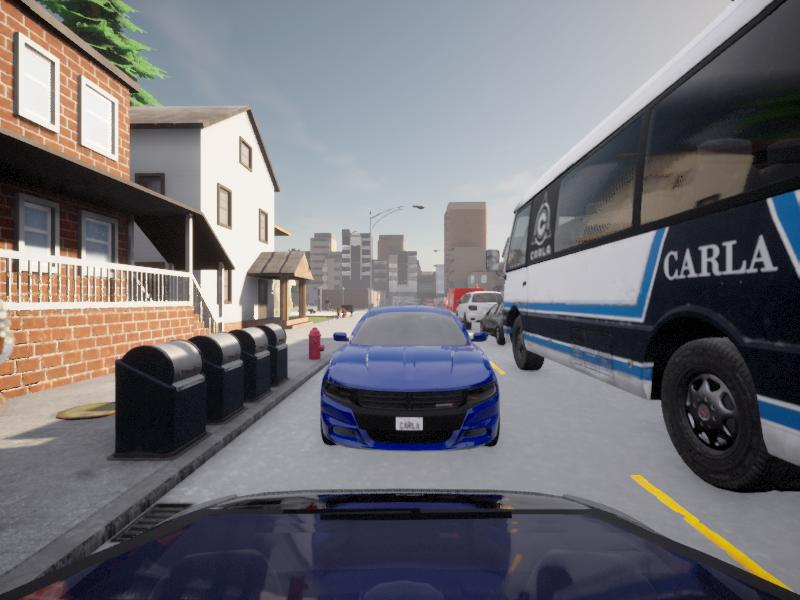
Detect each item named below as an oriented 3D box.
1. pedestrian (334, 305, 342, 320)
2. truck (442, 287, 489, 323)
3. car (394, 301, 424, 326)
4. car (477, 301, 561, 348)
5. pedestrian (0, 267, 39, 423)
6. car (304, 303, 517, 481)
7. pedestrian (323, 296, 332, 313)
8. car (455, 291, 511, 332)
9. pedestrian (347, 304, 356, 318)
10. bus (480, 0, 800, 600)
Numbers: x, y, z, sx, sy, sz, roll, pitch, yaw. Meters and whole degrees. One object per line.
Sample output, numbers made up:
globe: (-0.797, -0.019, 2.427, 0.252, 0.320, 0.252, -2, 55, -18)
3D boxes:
pedestrian: (-4.592, 0.913, 29.692, 0.500, 1.100, 0.500, 0, 0, 1)
truck: (4.794, 0.357, 30.240, 2.627, 2.467, 5.204, 0, 0, 0)
car: (0.609, 0.846, 27.115, 1.837, 1.490, 4.892, 0, 0, 1)
car: (4.358, 0.828, 15.497, 2.007, 1.525, 4.514, 0, 0, 1)
pedestrian: (-5.125, 0.533, 4.885, 0.751, 1.860, 0.751, 0, 0, 2)
car: (0.148, 0.823, 6.037, 1.882, 1.535, 5.008, 0, 0, 1)
pedestrian: (-8.342, 0.525, 46.072, 0.751, 1.860, 0.751, 0, 0, 33)
car: (4.537, 0.568, 22.777, 2.150, 2.045, 5.566, 0, 0, 1)
pedestrian: (-4.024, 0.905, 33.190, 0.500, 1.100, 0.500, 0, 0, 23)
bus: (4.014, -0.534, 5.576, 3.944, 4.253, 10.273, 0, 0, 1)
